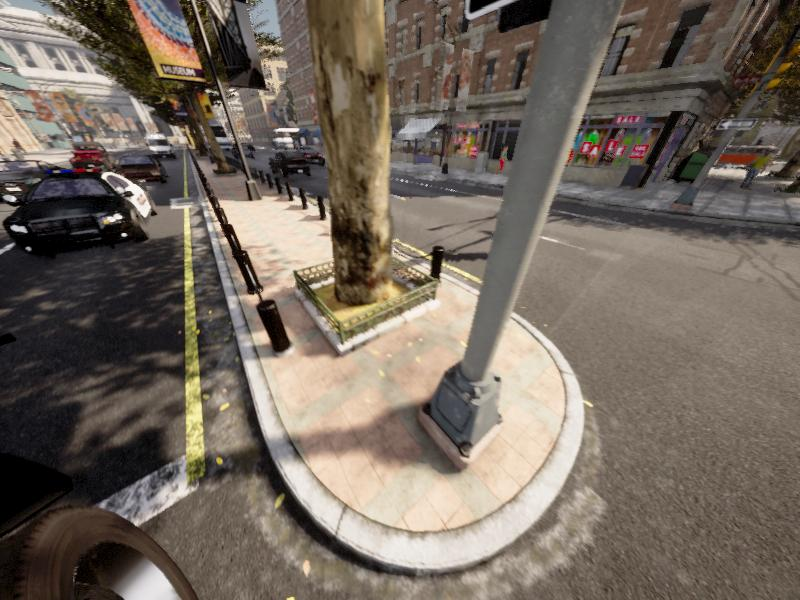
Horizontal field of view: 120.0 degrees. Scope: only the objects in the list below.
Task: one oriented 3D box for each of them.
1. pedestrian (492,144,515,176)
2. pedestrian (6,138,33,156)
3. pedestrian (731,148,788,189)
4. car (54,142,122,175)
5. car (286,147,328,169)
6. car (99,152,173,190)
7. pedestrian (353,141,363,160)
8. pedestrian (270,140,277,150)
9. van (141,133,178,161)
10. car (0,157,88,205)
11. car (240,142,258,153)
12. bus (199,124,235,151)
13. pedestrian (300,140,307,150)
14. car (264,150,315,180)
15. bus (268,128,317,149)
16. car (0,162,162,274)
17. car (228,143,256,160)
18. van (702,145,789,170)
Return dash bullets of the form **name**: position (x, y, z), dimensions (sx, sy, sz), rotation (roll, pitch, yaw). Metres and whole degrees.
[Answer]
- **pedestrian**: position (7.183, -9.748, 16.129), dimensions (0.751, 1.860, 0.751), rotation (-22, 41, -29)
- **pedestrian**: position (-47.553, -19.155, 28.867), dimensions (0.751, 1.860, 0.751), rotation (-20, 40, -27)
- **pedestrian**: position (19.344, -7.097, 12.494), dimensions (0.751, 1.860, 0.751), rotation (28, 43, 34)
- **car**: position (-23.572, -10.947, 17.697), dimensions (1.905, 1.878, 3.866), rotation (-23, 42, -30)
- **car**: position (-9.171, -14.053, 22.674), dimensions (2.038, 1.542, 4.974), rotation (-23, 41, -30)
- **car**: position (-15.444, -7.898, 13.874), dimensions (2.033, 1.411, 5.357), rotation (-23, 41, -30)
- **pedestrian**: position (-4.933, -17.598, 27.229), dimensions (0.751, 1.860, 0.751), rotation (-13, 37, -18)
- **pedestrian**: position (-29.346, -36.015, 53.592), dimensions (0.751, 1.860, 0.751), rotation (-13, 37, -19)
- **van**: position (-29.072, -18.664, 28.135), dimensions (1.988, 2.561, 5.915), rotation (-23, 41, -30)
- **car**: position (-16.635, -5.492, 10.426), dimensions (1.994, 1.385, 4.181), rotation (-23, 41, -30)
- **car**: position (-28.205, -28.455, 43.086), dimensions (1.845, 1.501, 3.633), rotation (-23, 41, -30)
- **bus**: position (-38.615, -34.001, 48.520), dimensions (3.944, 4.253, 10.273), rotation (-23, 41, -30)
- **pedestrian**: position (-20.027, -32.072, 47.796), dimensions (0.751, 1.860, 0.751), rotation (-21, 40, -28)
- **car**: position (-8.104, -9.933, 16.810), dimensions (1.837, 1.490, 4.892), rotation (-23, 41, -30)
- **bus**: position (-28.227, -42.608, 61.015), dimensions (10.273, 4.253, 3.944), rotation (-24, 42, -31)
- **car**: position (-8.417, -2.639, 6.303), dimensions (2.038, 1.542, 4.974), rotation (-23, 41, -30)
- **car**: position (-20.808, -19.599, 30.390), dimensions (2.033, 1.649, 4.856), rotation (-23, 41, -30)
- **van**: position (36.163, -15.072, 24.380), dimensions (1.775, 1.987, 4.442), rotation (-15, 38, -21)
